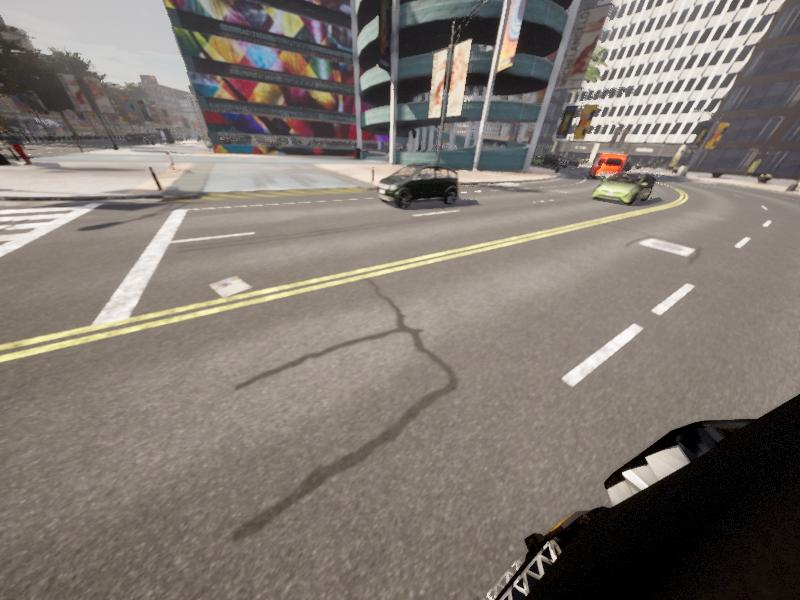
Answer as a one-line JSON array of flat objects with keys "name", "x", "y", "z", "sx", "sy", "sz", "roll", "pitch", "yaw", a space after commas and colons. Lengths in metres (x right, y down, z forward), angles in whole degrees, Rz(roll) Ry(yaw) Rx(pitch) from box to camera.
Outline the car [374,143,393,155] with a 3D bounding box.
[{"name": "car", "x": -4.219, "y": -37.565, "z": 57.416, "sx": 2.435, "sy": 2.045, "sz": 5.566, "roll": -17, "pitch": 39, "yaw": -27}]

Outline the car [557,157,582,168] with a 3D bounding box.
[{"name": "car", "x": 34.201, "y": -27.760, "z": 46.705, "sx": 1.789, "sy": 1.549, "sz": 3.705, "roll": -4, "pitch": 35, "yaw": -10}]

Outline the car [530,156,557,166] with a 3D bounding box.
[{"name": "car", "x": 30.173, "y": -29.370, "z": 48.800, "sx": 2.007, "sy": 1.525, "sz": 4.514, "roll": -6, "pitch": 35, "yaw": -13}]

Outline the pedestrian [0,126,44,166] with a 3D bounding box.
[{"name": "pedestrian", "x": -22.374, "y": -8.958, "z": 13.479, "sx": 0.751, "sy": 1.860, "sz": 0.751, "roll": -10, "pitch": 36, "yaw": -18}]

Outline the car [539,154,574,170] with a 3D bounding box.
[{"name": "car", "x": 27.921, "y": -24.862, "z": 41.426, "sx": 2.150, "sy": 2.045, "sz": 5.566, "roll": 1, "pitch": 34, "yaw": -4}]

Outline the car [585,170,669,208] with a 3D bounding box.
[{"name": "car", "x": 13.273, "y": -6.620, "z": 13.497, "sx": 4.514, "sy": 1.525, "sz": 2.007, "roll": -19, "pitch": 40, "yaw": -30}]

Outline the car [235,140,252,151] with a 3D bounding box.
[{"name": "car", "x": -29.695, "y": -29.278, "z": 43.683, "sx": 2.161, "sy": 1.482, "sz": 4.786, "roll": -17, "pitch": 39, "yaw": -27}]

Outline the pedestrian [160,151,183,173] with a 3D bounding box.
[{"name": "pedestrian", "x": -13.802, "y": -8.376, "z": 13.989, "sx": 0.500, "sy": 1.100, "sz": 0.500, "roll": -12, "pitch": 37, "yaw": -21}]

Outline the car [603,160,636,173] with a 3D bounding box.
[{"name": "car", "x": 38.207, "y": -23.290, "z": 40.308, "sx": 1.851, "sy": 1.617, "sz": 3.988, "roll": 3, "pitch": 34, "yaw": 0}]

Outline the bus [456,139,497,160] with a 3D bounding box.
[{"name": "bus", "x": 20.683, "y": -41.349, "z": 63.441, "sx": 3.944, "sy": 4.253, "sz": 10.273, "roll": -17, "pitch": 39, "yaw": -27}]

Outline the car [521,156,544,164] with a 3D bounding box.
[{"name": "car", "x": 31.404, "y": -33.185, "z": 54.711, "sx": 1.994, "sy": 1.385, "sz": 4.181, "roll": -12, "pitch": 37, "yaw": -21}]

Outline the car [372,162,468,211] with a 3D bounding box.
[{"name": "car", "x": 0.856, "y": -5.076, "z": 10.160, "sx": 3.705, "sy": 1.549, "sz": 1.789, "roll": -17, "pitch": 39, "yaw": -27}]

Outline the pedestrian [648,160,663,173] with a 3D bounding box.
[{"name": "pedestrian", "x": 45.196, "y": -23.672, "z": 40.900, "sx": 0.751, "sy": 1.860, "sz": 0.751, "roll": -4, "pitch": 34, "yaw": -11}]

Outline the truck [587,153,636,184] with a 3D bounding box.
[{"name": "truck", "x": 22.501, "y": -14.338, "z": 24.905, "sx": 2.627, "sy": 2.467, "sz": 5.204, "roll": 21, "pitch": 38, "yaw": 24}]

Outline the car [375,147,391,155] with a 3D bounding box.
[{"name": "car", "x": -4.267, "y": -37.269, "z": 57.675, "sx": 2.007, "sy": 1.523, "sz": 4.514, "roll": -17, "pitch": 39, "yaw": -27}]

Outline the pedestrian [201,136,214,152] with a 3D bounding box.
[{"name": "pedestrian", "x": -27.730, "y": -22.578, "z": 33.360, "sx": 0.751, "sy": 1.860, "sz": 0.751, "roll": 29, "pitch": 41, "yaw": 33}]

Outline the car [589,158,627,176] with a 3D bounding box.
[{"name": "car", "x": 30.573, "y": -19.760, "z": 34.173, "sx": 1.932, "sy": 1.855, "sz": 4.605, "roll": 9, "pitch": 35, "yaw": 8}]
